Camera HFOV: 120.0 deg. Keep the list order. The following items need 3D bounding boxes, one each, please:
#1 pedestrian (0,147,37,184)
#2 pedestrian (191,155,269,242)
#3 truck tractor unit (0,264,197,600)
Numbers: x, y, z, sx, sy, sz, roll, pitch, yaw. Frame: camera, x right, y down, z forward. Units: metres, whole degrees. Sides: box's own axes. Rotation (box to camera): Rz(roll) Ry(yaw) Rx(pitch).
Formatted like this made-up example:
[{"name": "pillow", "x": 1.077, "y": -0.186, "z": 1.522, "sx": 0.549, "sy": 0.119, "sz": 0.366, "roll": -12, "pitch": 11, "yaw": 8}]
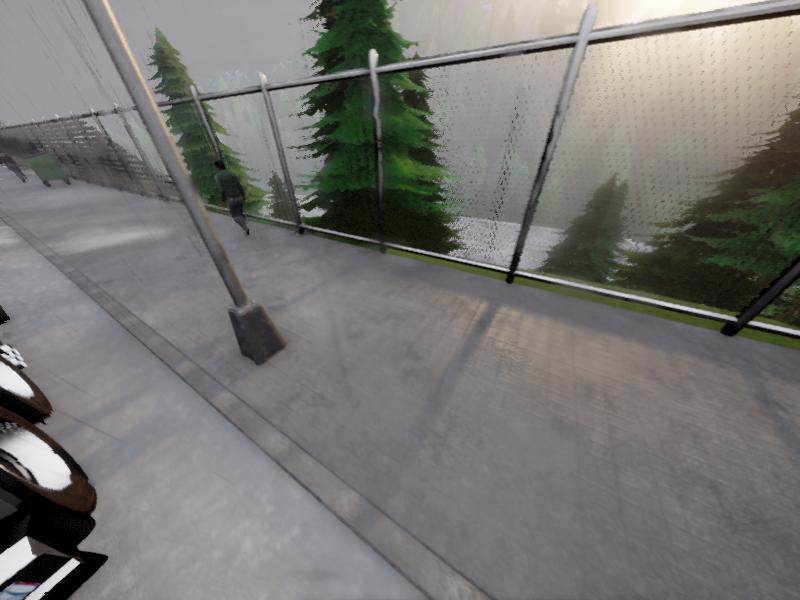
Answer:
[{"name": "pedestrian", "x": -24.134, "y": -8.372, "z": 14.387, "sx": 0.751, "sy": 1.860, "sz": 0.751, "roll": 28, "pitch": 44, "yaw": 35}, {"name": "pedestrian", "x": -4.185, "y": -2.548, "z": 5.845, "sx": 0.751, "sy": 1.860, "sz": 0.751, "roll": 18, "pitch": 39, "yaw": 25}, {"name": "truck tractor unit", "x": -5.112, "y": -0.300, "z": 0.777, "sx": 6.516, "sy": 4.208, "sz": 3.053, "roll": 18, "pitch": 39, "yaw": 24}]
